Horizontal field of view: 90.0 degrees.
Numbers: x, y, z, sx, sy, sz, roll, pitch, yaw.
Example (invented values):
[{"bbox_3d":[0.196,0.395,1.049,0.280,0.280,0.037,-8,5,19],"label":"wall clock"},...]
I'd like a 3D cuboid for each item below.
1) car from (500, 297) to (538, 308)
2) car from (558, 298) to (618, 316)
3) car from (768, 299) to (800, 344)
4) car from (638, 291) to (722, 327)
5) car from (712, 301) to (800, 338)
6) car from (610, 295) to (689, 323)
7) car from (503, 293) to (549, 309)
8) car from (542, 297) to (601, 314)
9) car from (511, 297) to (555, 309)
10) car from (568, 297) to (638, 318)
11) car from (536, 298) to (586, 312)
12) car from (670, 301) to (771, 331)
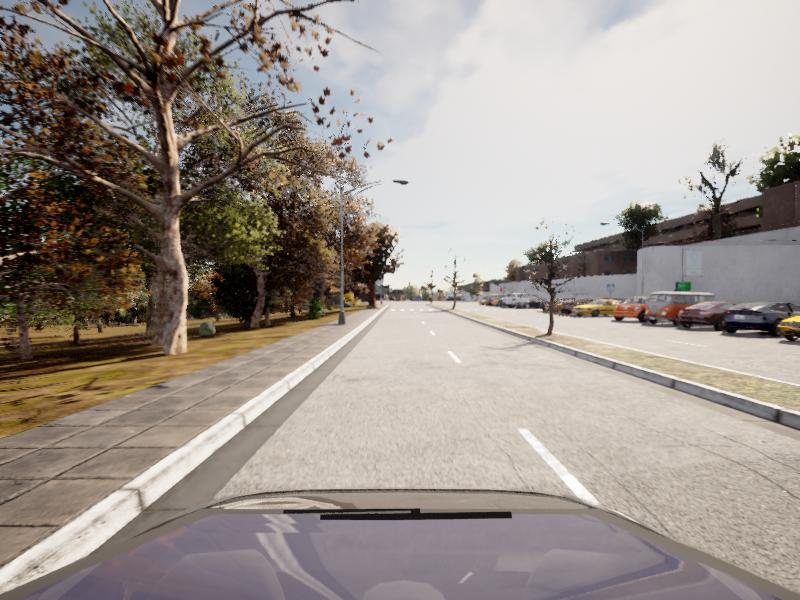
[{"bbox_3d":[16.909,0.330,56.878,5.008,1.535,2.097,1,1,-20],"label":"car"},{"bbox_3d":[16.914,0.601,36.020,4.792,1.488,2.163,1,1,-20],"label":"car"},{"bbox_3d":[16.700,0.798,15.048,5.366,1.575,1.946,1,1,-20],"label":"car"},{"bbox_3d":[16.774,0.503,24.019,4.442,1.987,1.878,1,1,-20],"label":"car"},{"bbox_3d":[16.901,0.815,18.117,4.792,1.488,2.163,1,0,-20],"label":"car"},{"bbox_3d":[16.854,0.568,27.047,4.553,1.767,2.185,1,1,-20],"label":"car"},{"bbox_3d":[16.931,0.106,53.911,5.566,2.045,2.435,1,0,-20],"label":"car"},{"bbox_3d":[16.717,0.524,38.924,5.366,1.575,1.946,1,1,-20],"label":"car"},{"bbox_3d":[16.909,0.389,50.912,4.892,1.521,2.231,1,1,-20],"label":"car"},{"bbox_3d":[16.712,0.610,32.958,5.366,1.575,1.946,1,1,-20],"label":"car"},{"bbox_3d":[16.888,0.530,41.973,4.674,1.452,2.002,1,0,-20],"label":"car"},{"bbox_3d":[16.872,0.797,21.089,4.674,1.452,2.002,1,0,-20],"label":"car"}]
